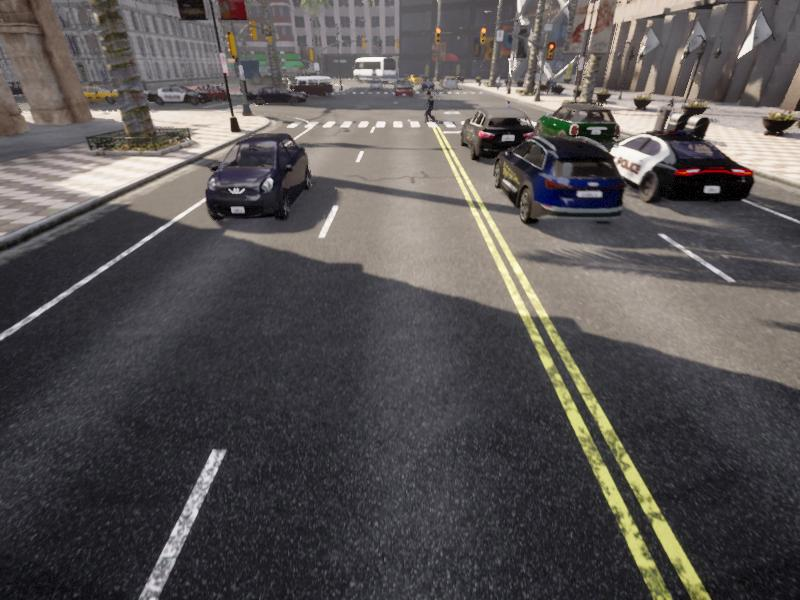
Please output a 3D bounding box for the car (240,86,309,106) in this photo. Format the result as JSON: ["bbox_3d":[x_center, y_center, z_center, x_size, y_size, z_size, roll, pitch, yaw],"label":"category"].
[{"bbox_3d":[-11.004,-18.118,35.473,5.357,1.411,2.033,-3,31,-4],"label":"car"}]

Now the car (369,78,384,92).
[{"bbox_3d":[-3.144,-29.190,54.209,1.845,1.501,3.633,-1,30,-2],"label":"car"}]

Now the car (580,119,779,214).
[{"bbox_3d":[7.181,-3.943,11.181,2.038,1.542,4.974,0,30,0],"label":"car"}]

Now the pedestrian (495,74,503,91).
[{"bbox_3d":[12.796,-28.139,51.745,0.751,1.860,0.751,6,31,10],"label":"pedestrian"}]

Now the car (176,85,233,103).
[{"bbox_3d":[-18.581,-19.685,38.165,4.181,1.385,1.994,1,30,2],"label":"car"}]

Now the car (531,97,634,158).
[{"bbox_3d":[7.227,-7.229,16.522,2.097,1.767,4.553,0,30,0],"label":"car"}]

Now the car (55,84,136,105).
[{"bbox_3d":[-26.707,-18.093,35.242,5.366,1.575,1.801,0,30,0],"label":"car"}]

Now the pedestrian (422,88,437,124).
[{"bbox_3d":[1.727,-11.398,23.512,0.751,1.860,0.751,1,30,1],"label":"pedestrian"}]

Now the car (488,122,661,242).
[{"bbox_3d":[3.667,-3.114,9.673,2.033,1.649,4.856,0,30,0],"label":"car"}]

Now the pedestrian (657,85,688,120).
[{"bbox_3d":[16.222,-11.757,23.826,0.751,1.860,0.751,0,30,0],"label":"pedestrian"}]

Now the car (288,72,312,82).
[{"bbox_3d":[-21.053,-47.038,84.282,4.605,1.855,1.932,12,32,20],"label":"car"}]

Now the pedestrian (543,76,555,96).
[{"bbox_3d":[16.118,-23.164,43.267,0.751,1.860,0.751,5,31,9],"label":"pedestrian"}]

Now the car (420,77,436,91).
[{"bbox_3d":[3.873,-30.416,56.297,1.845,1.501,3.633,-1,30,-1],"label":"car"}]

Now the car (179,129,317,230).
[{"bbox_3d":[-3.349,-3.065,9.683,1.845,1.501,3.633,0,30,0],"label":"car"}]

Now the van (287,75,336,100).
[{"bbox_3d":[-9.275,-22.474,42.256,4.480,2.038,2.069,-17,36,-26],"label":"van"}]

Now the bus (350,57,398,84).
[{"bbox_3d":[-5.146,-44.256,77.194,3.944,4.253,10.273,-22,37,-33],"label":"bus"}]

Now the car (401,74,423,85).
[{"bbox_3d":[2.165,-40.864,74.056,1.801,1.575,5.366,-15,34,-24],"label":"car"}]

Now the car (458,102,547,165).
[{"bbox_3d":[3.719,-6.592,15.557,2.242,1.667,4.611,0,30,0],"label":"car"}]

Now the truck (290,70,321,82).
[{"bbox_3d":[-20.695,-48.984,87.378,6.274,2.098,2.390,14,33,22],"label":"truck"}]

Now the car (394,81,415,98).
[{"bbox_3d":[0.447,-23.314,44.243,2.163,1.488,4.792,0,30,0],"label":"car"}]

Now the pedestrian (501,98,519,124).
[{"bbox_3d":[6.539,-11.259,23.829,0.751,1.300,0.751,-1,30,-2],"label":"pedestrian"}]

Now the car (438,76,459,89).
[{"bbox_3d":[7.207,-32.360,59.473,2.242,1.667,4.611,-2,30,-4],"label":"car"}]

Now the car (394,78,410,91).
[{"bbox_3d":[0.248,-30.070,55.762,1.970,1.475,3.806,-1,30,-2],"label":"car"}]

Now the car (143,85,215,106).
[{"bbox_3d":[-19.359,-18.055,35.228,4.974,1.542,2.038,0,30,0],"label":"car"}]
